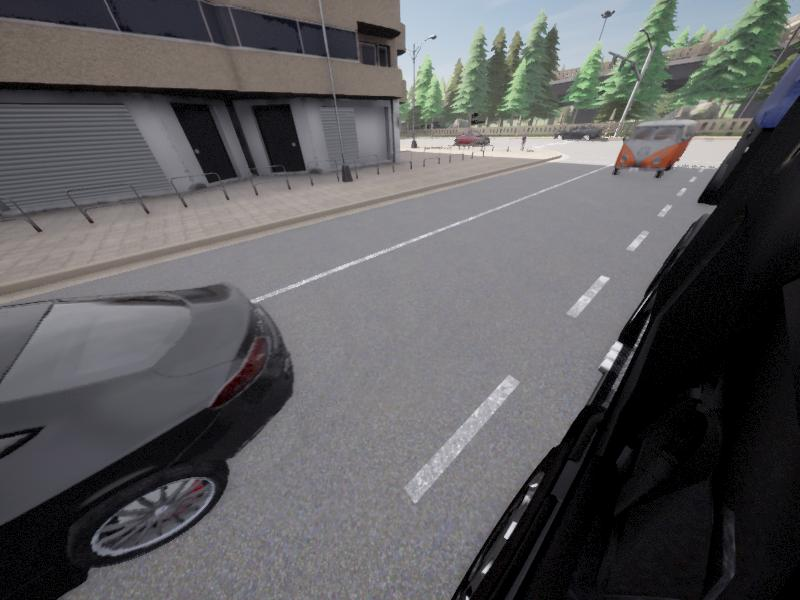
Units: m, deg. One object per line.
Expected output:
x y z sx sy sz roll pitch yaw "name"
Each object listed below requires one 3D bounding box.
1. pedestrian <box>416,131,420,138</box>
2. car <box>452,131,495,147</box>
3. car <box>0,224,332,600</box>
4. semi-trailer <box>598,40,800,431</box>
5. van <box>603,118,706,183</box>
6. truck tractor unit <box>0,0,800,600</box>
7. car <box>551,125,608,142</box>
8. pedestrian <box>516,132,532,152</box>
3.759 -34.476 48.150 0.500 1.100 0.500 -31 45 -32 "pedestrian"
8.424 -18.709 26.867 1.994 1.385 4.181 -28 43 -30 "car"
-3.028 1.139 1.108 4.674 1.442 1.812 -28 44 -30 "car"
8.692 -3.612 4.231 14.254 4.402 2.717 -28 44 -30 "semi-trailer"
11.323 -6.748 10.284 4.442 1.987 1.775 -28 44 -30 "van"
2.645 -0.295 0.351 6.516 4.208 3.053 -28 44 -30 "truck tractor unit"
21.176 -19.873 27.512 1.837 1.490 4.892 -27 44 -29 "car"
9.794 -12.484 18.266 0.751 1.300 0.751 9 38 15 "pedestrian"
